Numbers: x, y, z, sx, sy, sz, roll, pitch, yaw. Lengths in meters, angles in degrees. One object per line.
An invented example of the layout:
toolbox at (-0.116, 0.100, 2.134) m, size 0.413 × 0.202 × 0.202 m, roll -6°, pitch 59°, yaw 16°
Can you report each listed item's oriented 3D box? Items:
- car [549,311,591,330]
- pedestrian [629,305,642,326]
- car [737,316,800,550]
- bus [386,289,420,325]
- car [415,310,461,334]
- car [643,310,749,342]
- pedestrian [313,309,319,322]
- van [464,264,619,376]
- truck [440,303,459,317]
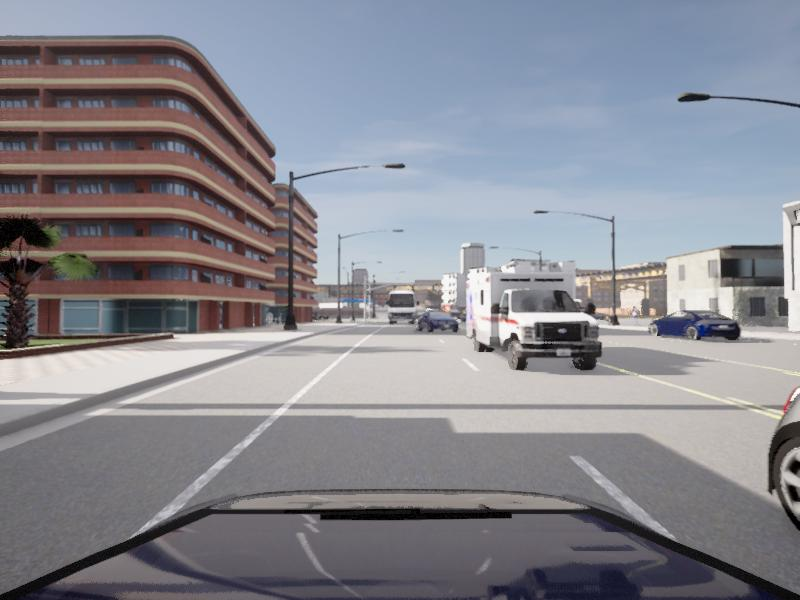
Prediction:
car at (14.156, 1.683, 33.580) m, size 1.816 × 1.474 × 4.193 m, roll 0°, pitch -2°, yaw 0°
pedestrian at (21.291, 1.422, 36.218) m, size 0.751 × 1.860 × 0.751 m, roll 0°, pitch -1°, yaw 3°
car at (3.515, 0.852, 1.111) m, size 1.970 × 1.475 × 3.806 m, roll 0°, pitch 0°, yaw 1°
bus at (0.396, 1.006, 51.267) m, size 3.944 × 4.253 × 10.273 m, roll 0°, pitch -2°, yaw 1°
car at (2.430, 1.419, 26.685) m, size 1.812 × 1.442 × 4.674 m, roll 0°, pitch -2°, yaw -10°
car at (14.094, 1.198, 19.414) m, size 1.994 × 1.385 × 4.181 m, roll 0°, pitch -2°, yaw 0°
pedestrian at (-12.443, 2.331, 59.190) m, size 0.751 × 1.860 × 0.751 m, roll 0°, pitch -1°, yaw -6°
van at (3.558, 0.486, 11.841) m, size 2.351 × 2.431 × 6.366 m, roll 0°, pitch -1°, yaw 0°
truck at (14.165, 2.944, 114.448) m, size 2.891 × 3.827 × 8.468 m, roll 0°, pitch -1°, yaw -11°
